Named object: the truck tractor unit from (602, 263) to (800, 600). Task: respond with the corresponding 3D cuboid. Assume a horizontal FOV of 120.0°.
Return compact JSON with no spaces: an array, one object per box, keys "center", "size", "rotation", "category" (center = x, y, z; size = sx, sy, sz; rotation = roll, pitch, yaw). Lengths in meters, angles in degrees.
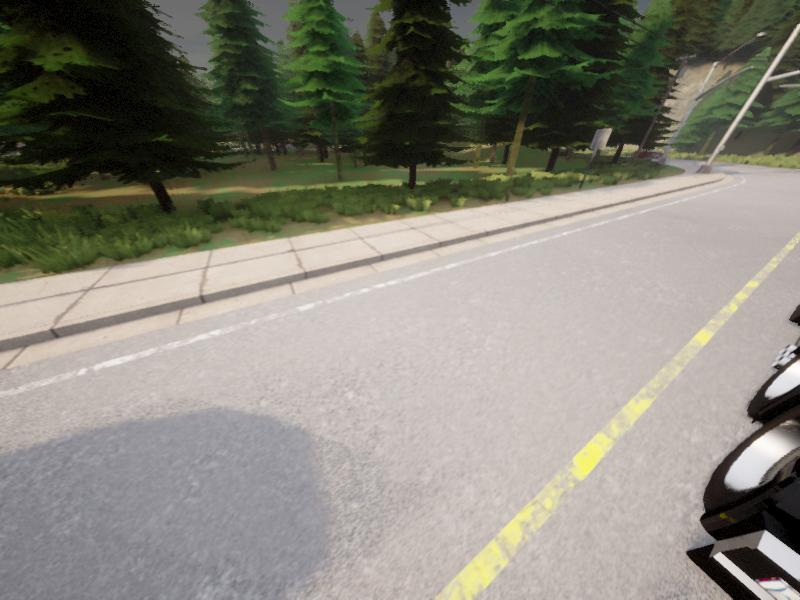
[{"center":[5.108,-0.304,0.783],"size":[6.516,4.208,3.053],"rotation":[-18,39,-24],"category":"truck tractor unit"}]
